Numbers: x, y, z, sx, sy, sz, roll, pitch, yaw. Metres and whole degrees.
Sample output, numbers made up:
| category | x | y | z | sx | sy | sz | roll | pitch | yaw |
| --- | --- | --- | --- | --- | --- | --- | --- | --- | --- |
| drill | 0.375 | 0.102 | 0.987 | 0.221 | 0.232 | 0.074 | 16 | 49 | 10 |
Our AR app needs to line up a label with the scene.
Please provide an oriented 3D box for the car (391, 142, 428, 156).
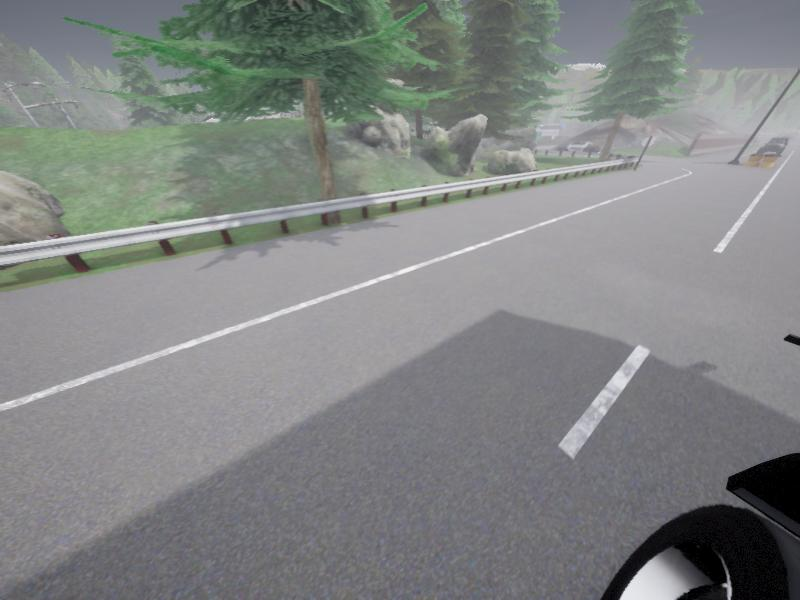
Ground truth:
| category | x | y | z | sx | sy | sz | roll | pitch | yaw |
| --- | --- | --- | --- | --- | --- | --- | --- | --- | --- |
| car | 1.395 | -21.817 | 33.317 | 5.366 | 1.575 | 1.801 | -22 | 41 | -28 |

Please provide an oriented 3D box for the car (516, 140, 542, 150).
| category | x | y | z | sx | sy | sz | roll | pitch | yaw |
| --- | --- | --- | --- | --- | --- | --- | --- | --- | --- |
| car | 26.585 | -31.978 | 47.566 | 4.792 | 1.488 | 2.163 | -22 | 41 | -28 |

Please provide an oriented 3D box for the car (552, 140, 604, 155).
| category | x | y | z | sx | sy | sz | roll | pitch | yaw |
| --- | --- | --- | --- | --- | --- | --- | --- | --- | --- |
| car | 23.853 | -20.624 | 31.176 | 2.038 | 1.542 | 4.974 | -22 | 41 | -28 |

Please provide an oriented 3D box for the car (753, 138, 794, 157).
| category | x | y | z | sx | sy | sz | roll | pitch | yaw |
| --- | --- | --- | --- | --- | --- | --- | --- | --- | --- |
| car | 47.634 | -19.509 | 29.456 | 3.866 | 1.878 | 1.905 | -22 | 41 | -28 |

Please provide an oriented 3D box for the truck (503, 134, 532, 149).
| category | x | y | z | sx | sy | sz | roll | pitch | yaw |
| --- | --- | --- | --- | --- | --- | --- | --- | --- | --- |
| truck | 25.472 | -34.350 | 50.068 | 5.204 | 2.467 | 2.627 | -19 | 40 | -25 |
